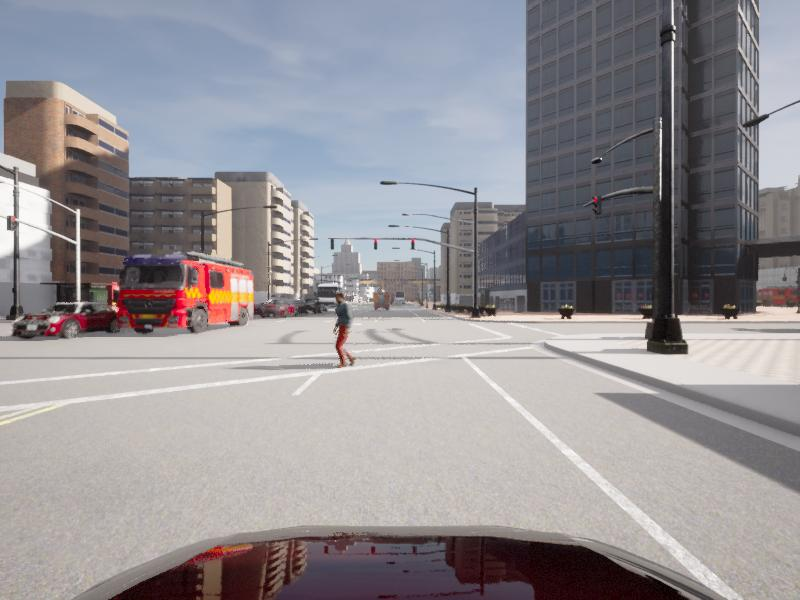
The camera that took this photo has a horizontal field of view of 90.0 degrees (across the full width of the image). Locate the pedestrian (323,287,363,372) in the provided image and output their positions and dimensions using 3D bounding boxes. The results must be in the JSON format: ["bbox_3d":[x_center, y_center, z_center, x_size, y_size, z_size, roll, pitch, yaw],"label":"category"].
[{"bbox_3d":[-1.330,0.638,9.273,0.751,1.860,0.751,0,0,-23],"label":"pedestrian"}]

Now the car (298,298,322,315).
[{"bbox_3d":[-10.518,0.712,47.127,1.905,1.878,3.866,0,0,0],"label":"car"}]

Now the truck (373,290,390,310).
[{"bbox_3d":[-3.501,0.058,78.713,2.891,3.827,8.468,0,-1,0],"label":"truck"}]

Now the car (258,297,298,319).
[{"bbox_3d":[-10.501,0.678,34.918,2.097,1.767,4.553,0,0,0],"label":"car"}]

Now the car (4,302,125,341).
[{"bbox_3d":[-14.004,0.830,17.062,1.970,1.475,3.806,0,0,0],"label":"car"}]

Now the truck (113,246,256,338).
[{"bbox_3d":[-10.507,-0.353,20.913,2.891,3.827,8.468,0,0,0],"label":"truck"}]

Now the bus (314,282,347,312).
[{"bbox_3d":[-10.551,-0.317,61.726,3.944,4.253,10.273,0,-1,-4],"label":"bus"}]

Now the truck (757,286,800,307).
[{"bbox_3d":[71.877,-0.664,74.837,2.891,3.827,8.468,0,0,2],"label":"truck"}]
